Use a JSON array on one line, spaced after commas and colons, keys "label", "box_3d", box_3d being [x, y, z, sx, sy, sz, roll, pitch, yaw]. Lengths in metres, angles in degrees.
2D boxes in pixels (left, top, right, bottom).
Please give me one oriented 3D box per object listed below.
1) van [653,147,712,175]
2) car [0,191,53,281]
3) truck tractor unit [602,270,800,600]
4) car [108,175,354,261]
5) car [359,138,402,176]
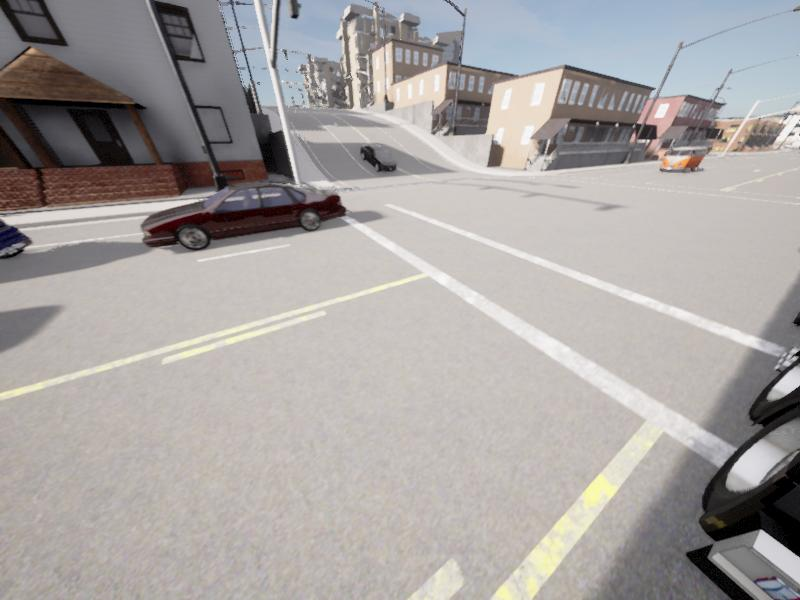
[{"label": "van", "box_3d": [25.872, -12.822, 21.161, 4.442, 1.987, 1.775, -18, 38, -24]}, {"label": "car", "box_3d": [-10.768, -0.912, 4.021, 4.553, 1.767, 2.097, -18, 38, -24]}, {"label": "truck tractor unit", "box_3d": [5.106, -0.304, 0.787, 6.516, 4.208, 3.053, -18, 38, -24]}, {"label": "car", "box_3d": [-4.413, -2.813, 7.142, 5.357, 1.411, 2.033, -20, 38, -26]}, {"label": "car", "box_3d": [-2.013, -13.575, 21.799, 1.882, 1.535, 5.008, -19, 53, -25]}]
